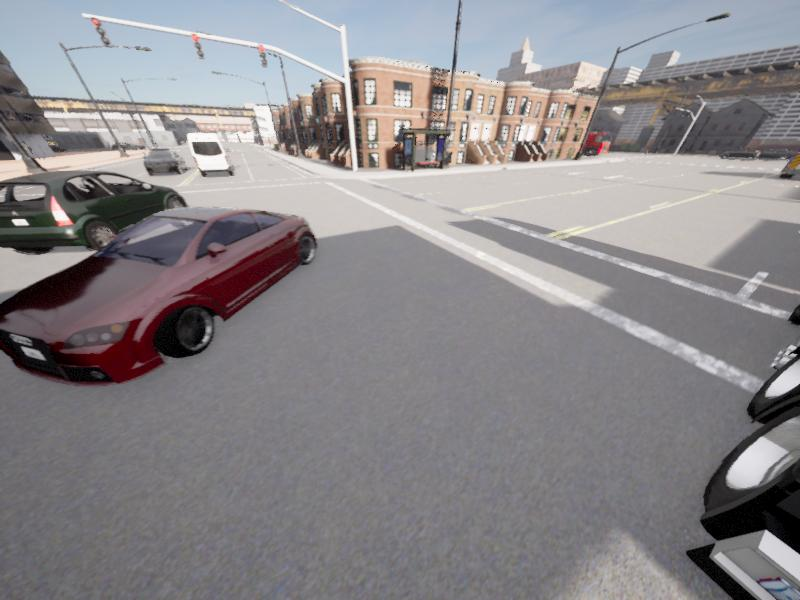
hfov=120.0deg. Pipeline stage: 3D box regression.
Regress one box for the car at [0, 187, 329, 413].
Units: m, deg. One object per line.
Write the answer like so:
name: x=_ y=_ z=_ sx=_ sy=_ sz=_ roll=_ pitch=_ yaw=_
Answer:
car: x=-3.209 y=-0.712 z=3.807 sx=1.994 sy=1.385 sz=4.181 roll=8 pitch=36 yaw=11

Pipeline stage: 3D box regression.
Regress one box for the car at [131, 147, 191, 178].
car: x=-18.089 y=-10.717 z=17.816 sx=1.930 sy=1.638 sz=5.238 roll=-18 pitch=39 yaw=-25

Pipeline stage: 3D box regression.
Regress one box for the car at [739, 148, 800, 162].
car: x=55.088 y=-21.633 z=34.354 sx=1.837 sy=1.490 sz=4.892 roll=-18 pitch=39 yaw=-24

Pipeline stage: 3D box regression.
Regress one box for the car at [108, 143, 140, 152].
car: x=-60.063 y=-33.317 z=50.348 sx=3.806 sy=1.475 sz=1.970 roll=-20 pitch=40 yaw=-25

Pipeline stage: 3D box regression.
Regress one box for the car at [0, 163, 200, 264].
car: x=-8.060 y=-2.645 z=6.332 sx=1.851 sy=1.617 sz=3.988 roll=-3 pitch=35 yaw=-5

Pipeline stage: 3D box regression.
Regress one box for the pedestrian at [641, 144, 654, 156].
pedestrian: x=45.822 y=-27.768 z=42.725 sx=0.751 sy=1.860 sz=0.751 roll=-23 pitch=41 yaw=-30

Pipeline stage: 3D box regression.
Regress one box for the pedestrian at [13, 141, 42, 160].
pedestrian: x=-44.160 y=-17.763 z=27.392 sx=0.751 sy=1.860 sz=0.751 roll=-9 pitch=36 yaw=-13

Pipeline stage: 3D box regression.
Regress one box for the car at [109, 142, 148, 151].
car: x=-61.837 y=-35.150 z=52.748 sx=5.238 sy=1.638 sz=1.930 roll=-20 pitch=40 yaw=-25

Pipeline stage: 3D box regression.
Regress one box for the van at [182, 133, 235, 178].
van: x=-14.436 y=-11.279 z=17.874 sx=1.988 sy=2.561 sz=5.915 roll=-18 pitch=39 yaw=-24

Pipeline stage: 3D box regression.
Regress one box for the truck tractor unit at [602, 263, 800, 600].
truck tractor unit: x=5.112 y=-0.297 z=0.788 sx=6.516 sy=4.208 sz=3.053 roll=-18 pitch=39 yaw=-24

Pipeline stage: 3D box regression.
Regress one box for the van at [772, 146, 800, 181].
van: x=31.317 y=-10.390 z=17.133 sx=6.366 sy=2.431 sz=2.351 roll=-18 pitch=39 yaw=-24

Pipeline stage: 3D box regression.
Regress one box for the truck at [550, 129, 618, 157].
truck: x=32.998 y=-28.554 z=42.053 sx=2.891 sy=3.827 sz=8.468 roll=-18 pitch=39 yaw=-24
